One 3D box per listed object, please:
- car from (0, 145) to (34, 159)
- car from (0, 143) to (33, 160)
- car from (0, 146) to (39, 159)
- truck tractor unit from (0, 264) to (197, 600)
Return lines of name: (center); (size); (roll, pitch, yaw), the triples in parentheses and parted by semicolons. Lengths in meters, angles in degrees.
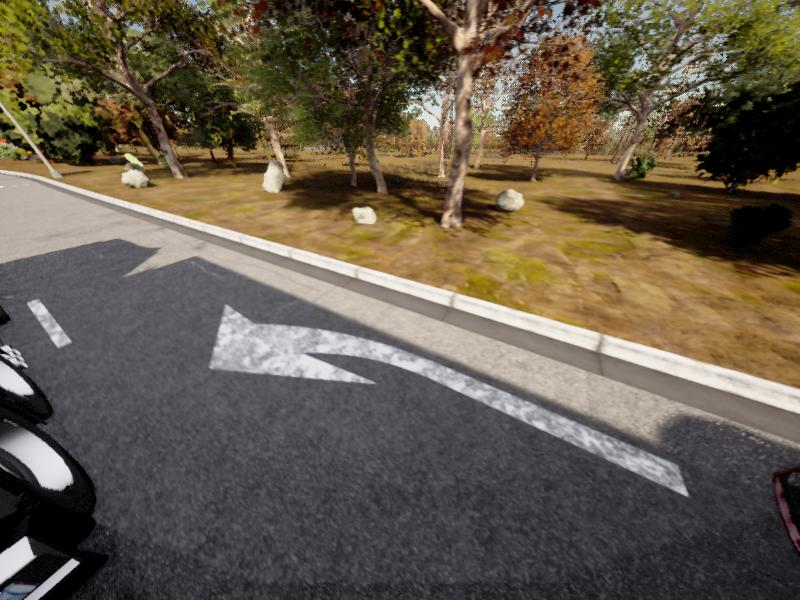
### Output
car: (-60.315, -22.410, 34.950); (2.185, 1.767, 4.553); (9, 35, 14)
car: (-57.934, -21.467, 33.395); (1.878, 1.987, 4.442); (9, 35, 13)
car: (-62.640, -23.416, 36.637); (1.946, 1.575, 5.366); (9, 35, 14)
truck tractor unit: (-5.115, -0.295, 0.782); (6.516, 4.208, 3.053); (18, 39, 24)
